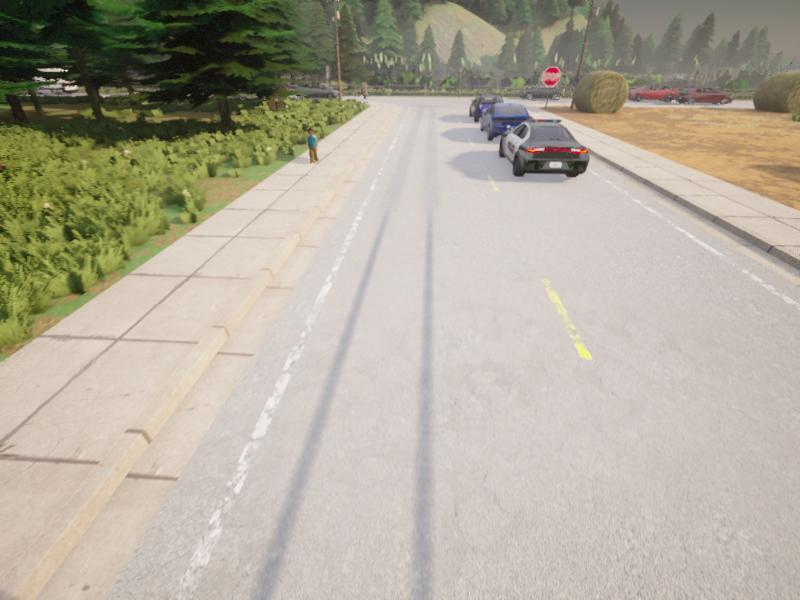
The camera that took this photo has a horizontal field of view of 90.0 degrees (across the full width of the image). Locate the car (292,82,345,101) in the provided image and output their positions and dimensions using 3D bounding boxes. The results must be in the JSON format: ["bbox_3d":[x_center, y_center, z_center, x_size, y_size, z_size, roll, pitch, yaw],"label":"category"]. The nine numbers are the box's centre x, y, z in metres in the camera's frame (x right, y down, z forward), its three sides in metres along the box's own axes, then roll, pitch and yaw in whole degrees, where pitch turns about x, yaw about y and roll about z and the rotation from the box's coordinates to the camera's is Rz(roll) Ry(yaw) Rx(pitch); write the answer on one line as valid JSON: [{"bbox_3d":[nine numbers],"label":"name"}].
[{"bbox_3d":[-7.889,-20.241,38.807,4.514,1.525,2.007,4,31,7],"label":"car"}]

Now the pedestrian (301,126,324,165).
[{"bbox_3d":[-2.864,-5.070,13.148,0.500,1.100,0.500,6,31,10],"label":"pedestrian"}]

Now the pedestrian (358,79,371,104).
[{"bbox_3d":[-2.929,-17.313,33.217,0.751,1.860,0.751,-21,37,-32],"label":"pedestrian"}]

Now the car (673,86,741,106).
[{"bbox_3d":[27.142,-18.131,35.529,4.193,1.474,1.816,3,31,5],"label":"car"}]

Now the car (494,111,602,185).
[{"bbox_3d":[4.667,-5.319,13.553,2.038,1.542,4.974,2,30,3],"label":"car"}]

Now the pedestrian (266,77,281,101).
[{"bbox_3d":[-11.109,-18.544,35.214,0.751,1.860,0.751,2,30,2],"label":"pedestrian"}]

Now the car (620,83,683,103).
[{"bbox_3d":[24.332,-20.104,38.819,4.514,1.525,2.007,4,31,5],"label":"car"}]

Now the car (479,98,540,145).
[{"bbox_3d":[5.105,-8.749,19.391,1.882,1.535,5.008,2,30,3],"label":"car"}]

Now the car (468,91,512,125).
[{"bbox_3d":[5.546,-12.243,25.356,2.007,1.525,4.514,2,30,3],"label":"car"}]

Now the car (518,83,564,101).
[{"bbox_3d":[13.996,-20.712,39.823,3.806,1.475,1.970,3,31,5],"label":"car"}]
